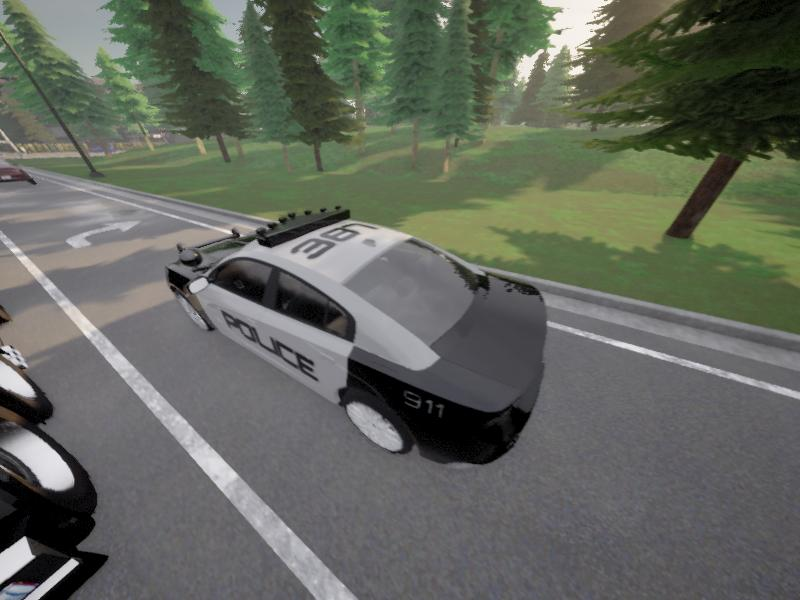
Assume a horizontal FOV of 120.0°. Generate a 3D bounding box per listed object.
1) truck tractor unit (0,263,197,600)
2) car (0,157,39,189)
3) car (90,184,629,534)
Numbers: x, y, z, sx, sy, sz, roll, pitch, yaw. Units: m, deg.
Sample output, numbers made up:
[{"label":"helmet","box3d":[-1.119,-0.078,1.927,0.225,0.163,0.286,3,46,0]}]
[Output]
[{"label":"truck tractor unit","box3d":[-5.117,-0.293,0.785,6.516,4.208,3.053,18,39,24]},{"label":"car","box3d":[-25.537,-8.114,14.675,4.674,1.442,1.812,18,39,24]},{"label":"car","box3d":[-1.090,-0.240,2.930,5.238,1.638,1.930,18,39,24]}]
